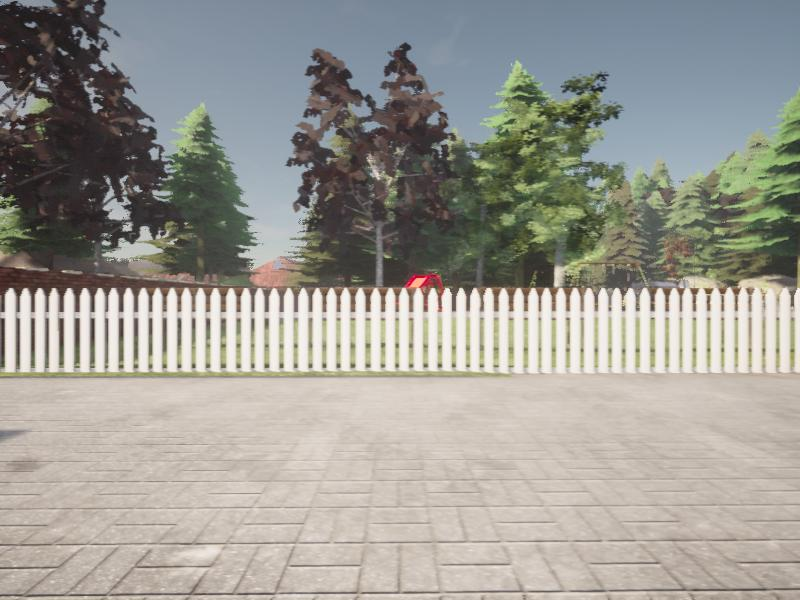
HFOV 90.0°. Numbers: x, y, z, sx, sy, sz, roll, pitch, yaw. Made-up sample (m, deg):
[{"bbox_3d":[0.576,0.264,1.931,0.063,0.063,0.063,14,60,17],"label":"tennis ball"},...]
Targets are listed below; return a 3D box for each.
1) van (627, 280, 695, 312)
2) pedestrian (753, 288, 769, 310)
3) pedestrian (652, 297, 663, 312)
[{"bbox_3d":[22.353,-0.287,34.618,1.988,2.561,5.915,0,0,0],"label":"van"},{"bbox_3d":[31.140,-0.081,34.505,0.751,1.860,0.751,0,0,-9],"label":"pedestrian"},{"bbox_3d":[18.646,0.305,29.006,0.500,1.100,0.500,0,0,8],"label":"pedestrian"}]
